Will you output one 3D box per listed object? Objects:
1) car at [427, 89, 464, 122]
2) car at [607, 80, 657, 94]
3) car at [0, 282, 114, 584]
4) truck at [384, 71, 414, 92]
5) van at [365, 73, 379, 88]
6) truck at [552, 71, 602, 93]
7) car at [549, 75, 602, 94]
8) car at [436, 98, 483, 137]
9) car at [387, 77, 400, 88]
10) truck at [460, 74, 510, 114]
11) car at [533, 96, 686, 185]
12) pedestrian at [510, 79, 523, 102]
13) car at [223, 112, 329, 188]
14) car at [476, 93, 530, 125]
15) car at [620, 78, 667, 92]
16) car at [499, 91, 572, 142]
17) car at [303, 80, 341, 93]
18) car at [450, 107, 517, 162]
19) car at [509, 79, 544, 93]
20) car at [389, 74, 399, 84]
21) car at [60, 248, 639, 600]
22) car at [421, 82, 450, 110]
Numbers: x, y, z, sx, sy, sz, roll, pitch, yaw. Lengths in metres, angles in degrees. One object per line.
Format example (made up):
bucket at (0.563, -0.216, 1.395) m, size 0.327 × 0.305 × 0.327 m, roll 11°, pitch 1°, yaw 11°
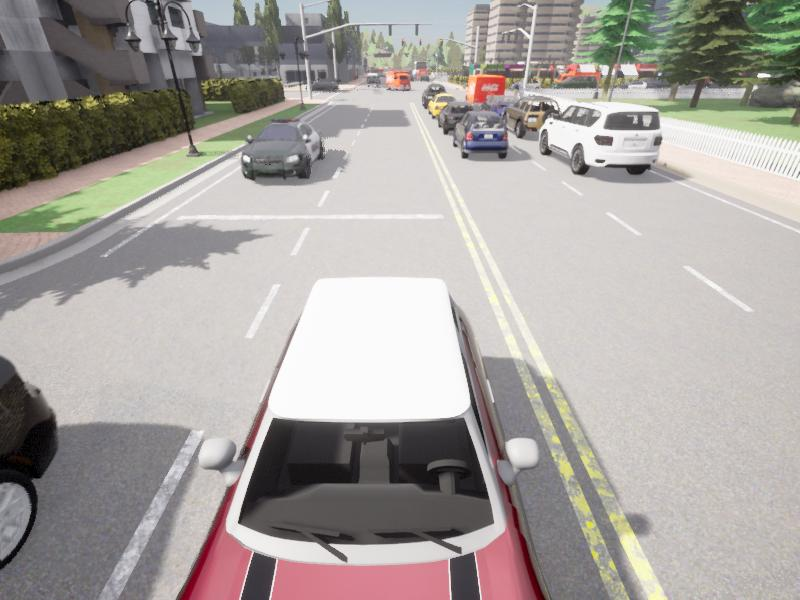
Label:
car at (2.988, -13.394, 27.395) m, size 1.801 × 1.575 × 5.366 m, roll 0°, pitch 30°, yaw -1°
car at (29.873, -27.543, 51.680) m, size 4.974 × 1.542 × 2.038 m, roll -1°, pitch 30°, yaw -2°
car at (-3.660, 1.908, 1.124) m, size 1.930 × 1.638 × 5.238 m, roll 0°, pitch 30°, yaw -1°
truck at (-0.191, -30.623, 56.019) m, size 2.627 × 2.467 × 5.204 m, roll -10°, pitch 32°, yaw -16°
van at (-4.532, -36.360, 66.281) m, size 2.069 × 2.038 × 4.480 m, roll 0°, pitch 30°, yaw -1°
truck at (23.865, -29.600, 54.282) m, size 5.204 × 2.467 × 2.627 m, roll -1°, pitch 30°, yaw -2°
car at (22.426, -27.628, 51.314) m, size 5.566 × 2.045 × 2.150 m, roll -1°, pitch 30°, yaw -2°
car at (3.068, -9.828, 21.391) m, size 1.816 × 1.474 × 4.193 m, roll 0°, pitch 30°, yaw -1°
car at (-1.060, -37.350, 68.529) m, size 2.163 × 1.488 × 4.792 m, roll 0°, pitch 30°, yaw -1°
truck at (6.436, -16.073, 31.100) m, size 2.627 × 2.467 × 5.204 m, roll 0°, pitch 30°, yaw 0°
car at (6.669, -5.726, 13.799) m, size 2.150 × 2.045 × 5.566 m, roll 0°, pitch 30°, yaw -1°
pedestrian at (10.630, -19.170, 36.661) m, size 0.751 × 1.860 × 0.751 m, roll 0°, pitch 30°, yaw 0°
car at (-3.826, -5.189, 13.392) m, size 2.038 × 1.542 × 4.974 m, roll 0°, pitch 30°, yaw -1°
car at (6.510, -12.430, 25.842) m, size 2.163 × 1.488 × 4.792 m, roll 0°, pitch 30°, yaw -1°
car at (33.301, -29.422, 54.784) m, size 4.856 × 1.649 × 2.033 m, roll -1°, pitch 30°, yaw -2°
car at (6.586, -9.309, 20.103) m, size 1.932 × 1.855 × 4.605 m, roll 0°, pitch 30°, yaw -1°
car at (-10.408, -28.654, 53.665) m, size 4.674 × 1.442 × 1.812 m, roll -2°, pitch 30°, yaw -3°
car at (3.143, -6.677, 15.915) m, size 1.789 × 1.549 × 3.705 m, roll 0°, pitch 30°, yaw -1°
car at (17.076, -29.143, 54.344) m, size 3.988 × 1.617 × 1.851 m, roll 0°, pitch 30°, yaw 0°
car at (-1.225, -44.700, 80.812) m, size 2.097 × 1.767 × 4.553 m, roll 0°, pitch 30°, yaw -1°
car at (-0.172, 1.065, 2.755) m, size 1.970 × 1.475 × 3.806 m, roll 0°, pitch 30°, yaw 0°
car at (2.908, -17.075, 33.404) m, size 1.932 × 1.855 × 4.605 m, roll 0°, pitch 30°, yaw -1°
